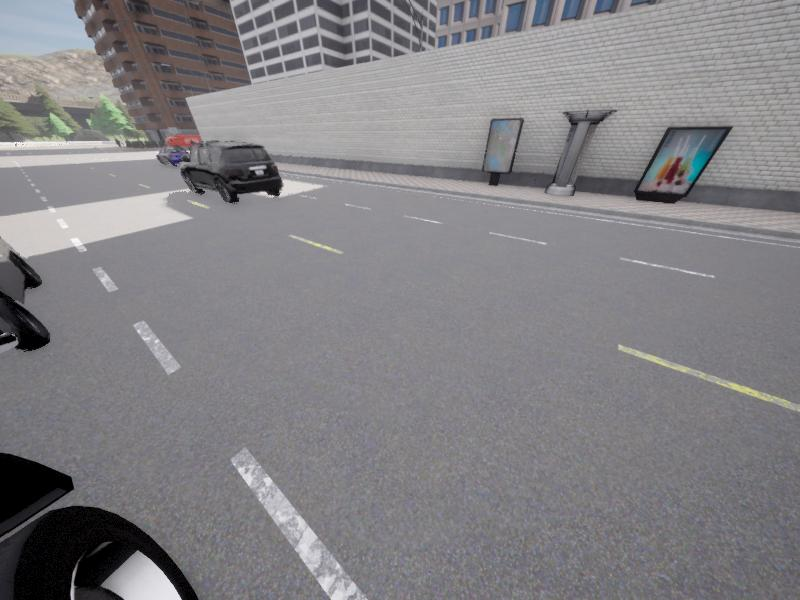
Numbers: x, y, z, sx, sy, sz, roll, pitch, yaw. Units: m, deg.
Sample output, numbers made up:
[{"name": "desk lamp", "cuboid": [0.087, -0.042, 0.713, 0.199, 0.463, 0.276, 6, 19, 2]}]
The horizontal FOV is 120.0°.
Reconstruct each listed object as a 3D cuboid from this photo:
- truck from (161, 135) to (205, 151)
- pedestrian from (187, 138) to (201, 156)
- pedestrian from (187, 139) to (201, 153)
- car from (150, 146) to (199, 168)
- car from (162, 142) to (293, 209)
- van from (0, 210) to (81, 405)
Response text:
[{"name": "truck", "cuboid": [-42.129, -30.595, 45.019, 2.627, 2.467, 5.204, 22, 41, 28]}, {"name": "pedestrian", "cuboid": [-26.800, -19.895, 30.061, 0.751, 1.860, 0.751, -24, 42, -30]}, {"name": "pedestrian", "cuboid": [-31.607, -23.639, 35.440, 0.751, 1.860, 0.751, 21, 40, 27]}, {"name": "car", "cuboid": [-21.063, -13.410, 21.534, 4.193, 1.474, 1.816, 22, 41, 28]}, {"name": "car", "cuboid": [-7.631, -5.739, 10.236, 5.566, 2.045, 2.150, 22, 40, 28]}, {"name": "van", "cuboid": [-6.153, -0.287, 2.553, 4.480, 2.038, 2.069, 22, 41, 30]}]
